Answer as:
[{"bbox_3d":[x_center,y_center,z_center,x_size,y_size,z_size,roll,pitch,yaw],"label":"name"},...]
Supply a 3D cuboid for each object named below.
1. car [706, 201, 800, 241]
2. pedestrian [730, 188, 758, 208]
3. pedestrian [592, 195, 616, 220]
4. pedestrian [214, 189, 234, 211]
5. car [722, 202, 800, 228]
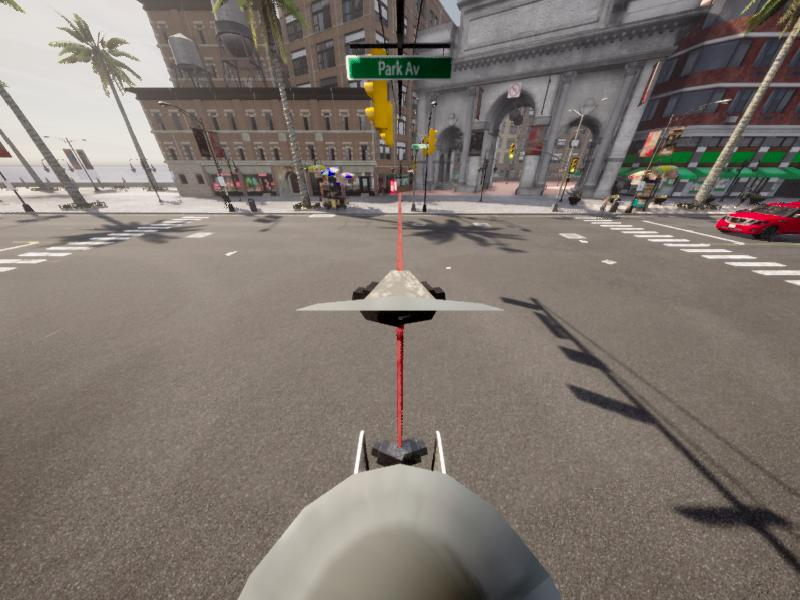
[{"bbox_3d":[24.225,-5.069,14.744,5.566,2.045,2.150,0,30,0],"label":"car"},{"bbox_3d":[36.394,-10.776,24.457,0.751,1.860,0.751,-10,32,-17],"label":"pedestrian"},{"bbox_3d":[17.616,-8.018,19.985,0.751,1.860,0.751,8,31,14],"label":"pedestrian"},{"bbox_3d":[-17.538,-9.979,23.076,0.751,1.860,0.751,4,30,7],"label":"pedestrian"},{"bbox_3d":[28.350,-6.586,17.849,3.705,1.549,1.789,0,30,1],"label":"car"}]
